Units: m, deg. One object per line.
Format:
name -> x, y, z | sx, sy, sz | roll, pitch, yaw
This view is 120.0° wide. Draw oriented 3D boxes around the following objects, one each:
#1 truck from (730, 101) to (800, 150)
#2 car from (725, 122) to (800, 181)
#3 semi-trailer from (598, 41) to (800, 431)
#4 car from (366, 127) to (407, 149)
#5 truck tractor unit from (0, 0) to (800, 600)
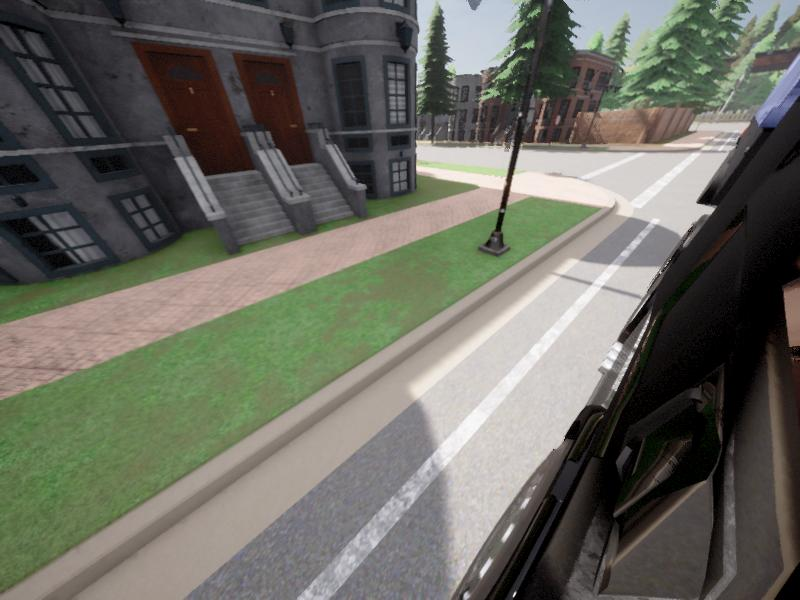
truck -> 26.520, -12.366, 16.299 | 5.204, 2.467, 2.627 | -29, 44, -29
car -> 16.248, -6.517, 9.901 | 5.238, 1.638, 1.930 | -28, 44, -30
semi-trailer -> 8.692, -3.617, 4.223 | 14.254, 4.402, 2.717 | -28, 44, -30
car -> -1.772, -20.523, 29.237 | 2.150, 2.045, 5.566 | -28, 44, -29
truck tractor unit -> 2.645, -0.295, 0.351 | 6.516, 4.208, 3.053 | -28, 44, -30
